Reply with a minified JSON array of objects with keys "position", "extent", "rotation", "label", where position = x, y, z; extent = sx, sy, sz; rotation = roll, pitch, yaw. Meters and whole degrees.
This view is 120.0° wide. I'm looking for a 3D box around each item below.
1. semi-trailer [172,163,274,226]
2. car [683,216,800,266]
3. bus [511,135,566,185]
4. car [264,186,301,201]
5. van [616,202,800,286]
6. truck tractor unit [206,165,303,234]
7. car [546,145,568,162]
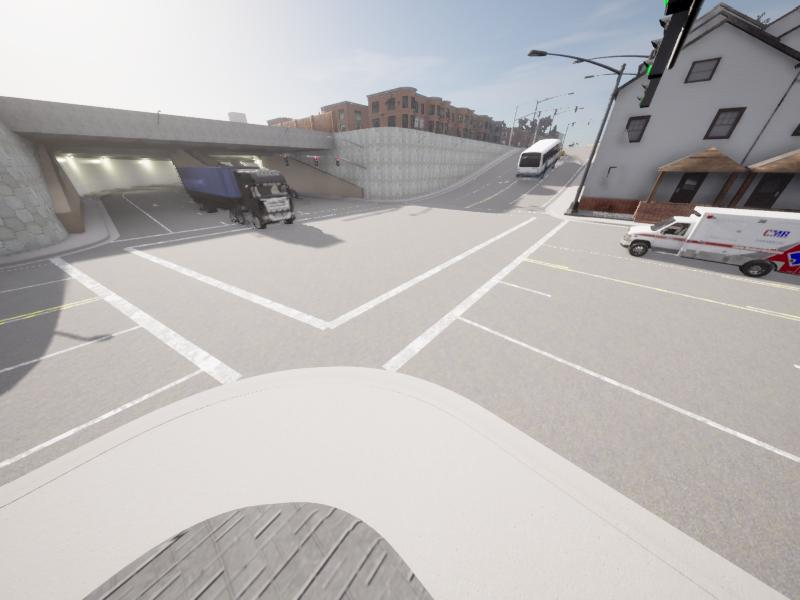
[{"position":[-17.540,-10.655,22.347],"extent":[14.254,4.402,2.717],"rotation":[22,37,33],"label":"semi-trailer"},{"position":[18.599,-3.250,12.332],"extent":[3.988,1.617,1.851],"rotation":[24,38,35],"label":"car"},{"position":[21.842,-22.115,36.340],"extent":[3.944,4.253,10.273],"rotation":[24,51,34],"label":"bus"},{"position":[-17.167,-15.663,33.820],"extent":[5.027,1.651,2.152],"rotation":[18,34,27],"label":"car"},{"position":[14.908,-2.901,10.908],"extent":[6.366,2.431,2.351],"rotation":[24,38,35],"label":"van"},{"position":[-11.360,-8.098,18.120],"extent":[6.516,4.208,3.053],"rotation":[20,36,31],"label":"truck tractor unit"},{"position":[28.967,-27.085,42.659],"extent":[1.801,1.575,5.366],"rotation":[24,51,34],"label":"car"}]
